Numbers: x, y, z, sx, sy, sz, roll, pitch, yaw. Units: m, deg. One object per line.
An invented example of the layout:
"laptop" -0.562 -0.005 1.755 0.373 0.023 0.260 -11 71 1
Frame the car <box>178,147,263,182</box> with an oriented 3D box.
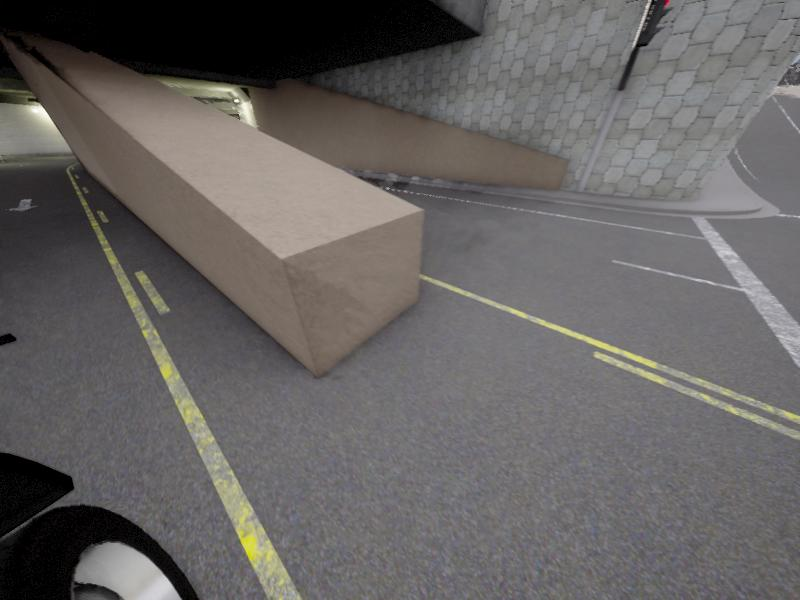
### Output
"car" -12.027 -9.200 15.513 5.027 1.651 2.152 19 39 24
